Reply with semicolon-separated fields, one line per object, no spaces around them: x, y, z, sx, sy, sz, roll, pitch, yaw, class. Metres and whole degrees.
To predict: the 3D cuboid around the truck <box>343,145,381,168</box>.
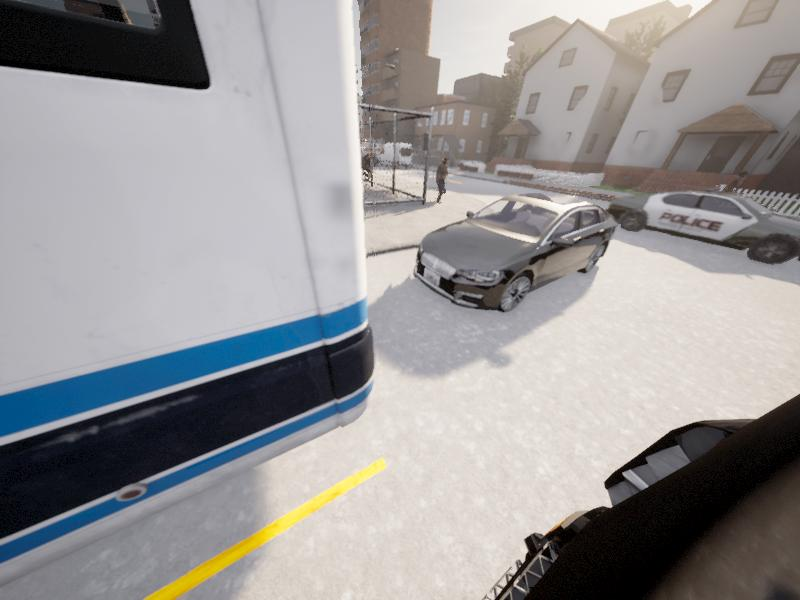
-4.796;-17.609;28.212;2.390;2.098;6.274;-15;38;-25;truck

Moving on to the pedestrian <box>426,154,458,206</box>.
1.762;-5.114;9.881;0.751;1.860;0.751;-22;41;-32;pedestrian

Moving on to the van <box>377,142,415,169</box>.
-0.729;-18.178;28.988;1.988;2.561;5.915;-16;38;-26;van

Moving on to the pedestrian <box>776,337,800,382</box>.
5.280;0.274;2.223;0.751;1.860;0.751;24;39;29;pedestrian

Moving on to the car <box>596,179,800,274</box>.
9.773;-2.594;7.239;2.038;1.542;4.974;-16;38;-26;car

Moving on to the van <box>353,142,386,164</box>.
-4.705;-22.192;34.827;2.351;2.431;6.366;-16;38;-27;van

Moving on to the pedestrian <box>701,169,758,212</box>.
16.544;-5.520;11.641;0.751;1.860;0.751;-15;37;-25;pedestrian

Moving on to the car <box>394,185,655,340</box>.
2.550;-1.260;4.681;4.902;1.511;2.128;-18;39;-29;car
